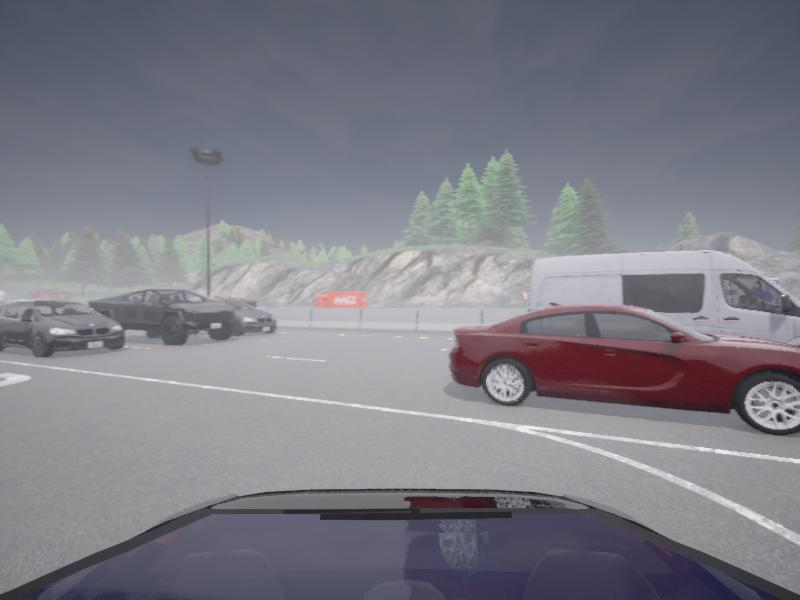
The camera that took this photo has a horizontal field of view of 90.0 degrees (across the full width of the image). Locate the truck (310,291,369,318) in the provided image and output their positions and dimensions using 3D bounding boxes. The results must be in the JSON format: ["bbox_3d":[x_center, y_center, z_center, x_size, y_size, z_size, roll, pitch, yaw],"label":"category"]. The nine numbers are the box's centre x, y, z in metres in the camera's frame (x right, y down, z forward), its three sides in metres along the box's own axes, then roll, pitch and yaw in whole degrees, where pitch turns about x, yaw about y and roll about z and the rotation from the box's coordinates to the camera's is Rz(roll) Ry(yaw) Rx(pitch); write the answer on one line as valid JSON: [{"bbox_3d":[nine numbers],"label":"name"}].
[{"bbox_3d":[-5.911,0.431,39.395,5.204,2.467,2.627,0,0,15],"label":"truck"}]

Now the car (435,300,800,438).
[{"bbox_3d":[3.234,0.803,6.108,5.008,1.535,1.882,-1,0,26],"label":"car"}]

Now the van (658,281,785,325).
[{"bbox_3d":[19.962,0.188,25.275,5.915,2.561,1.988,0,0,25],"label":"van"}]

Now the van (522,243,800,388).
[{"bbox_3d":[5.893,0.285,8.713,5.915,2.561,1.988,-1,0,25],"label":"van"}]

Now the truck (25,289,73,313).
[{"bbox_3d":[-58.485,0.159,66.554,8.468,3.827,2.891,0,0,25],"label":"truck"}]

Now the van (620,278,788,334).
[{"bbox_3d":[14.709,0.280,20.025,6.366,2.431,2.351,0,0,25],"label":"van"}]

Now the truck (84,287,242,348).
[{"bbox_3d":[-9.589,0.625,16.097,6.274,2.098,2.390,0,0,25],"label":"truck"}]

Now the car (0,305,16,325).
[{"bbox_3d":[-31.411,1.111,30.380,4.193,1.474,1.816,0,0,25],"label":"car"}]

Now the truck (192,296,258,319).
[{"bbox_3d":[-17.130,0.698,39.088,6.274,2.098,2.390,0,0,25],"label":"truck"}]

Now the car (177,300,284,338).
[{"bbox_3d":[-8.180,0.830,19.306,4.611,1.667,2.242,0,0,26],"label":"car"}]

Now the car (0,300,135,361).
[{"bbox_3d":[-11.167,0.849,12.971,4.611,1.667,2.242,0,0,25],"label":"car"}]
